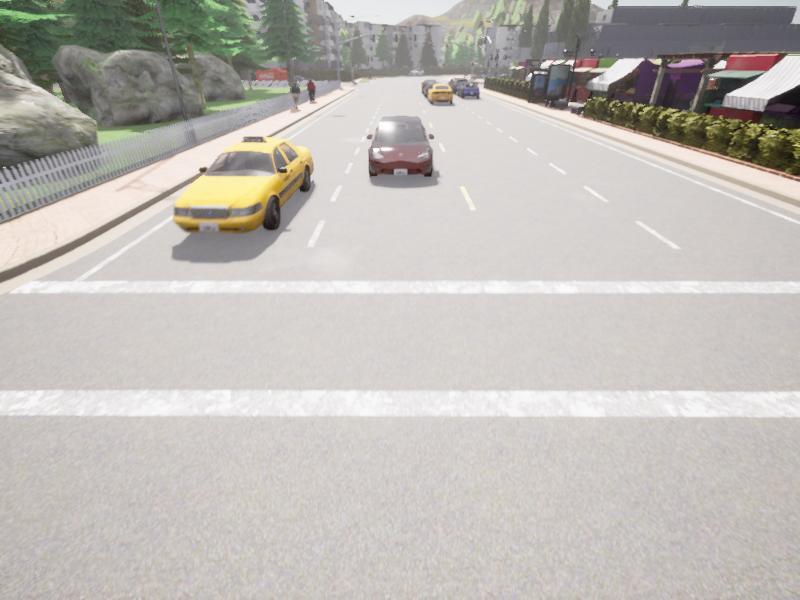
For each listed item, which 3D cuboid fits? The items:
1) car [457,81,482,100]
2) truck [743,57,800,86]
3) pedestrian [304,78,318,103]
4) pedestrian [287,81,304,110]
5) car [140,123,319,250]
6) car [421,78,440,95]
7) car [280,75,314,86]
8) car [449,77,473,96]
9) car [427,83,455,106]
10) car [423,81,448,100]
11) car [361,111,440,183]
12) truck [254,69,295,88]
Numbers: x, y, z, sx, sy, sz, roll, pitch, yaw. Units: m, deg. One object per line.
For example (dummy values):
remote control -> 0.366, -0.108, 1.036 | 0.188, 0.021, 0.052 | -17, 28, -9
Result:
car -> 7.043, -21.494, 40.944 | 1.816, 1.474, 4.193 | 0, 30, 0
truck -> 59.458, -35.477, 62.134 | 8.468, 3.827, 2.891 | 0, 31, 1
pedestrian -> -7.512, -17.732, 33.897 | 0.751, 1.860, 0.751 | 2, 31, 4
pedestrian -> -7.509, -14.719, 28.783 | 0.751, 1.860, 0.751 | 3, 31, 5
car -> -3.437, -2.990, 9.487 | 1.801, 1.575, 5.366 | 1, 31, 1
car -> 3.548, -25.236, 47.246 | 1.882, 1.535, 5.008 | 0, 31, 0
car -> -16.568, -35.358, 64.531 | 4.902, 1.511, 2.128 | 1, 31, 1
car -> 7.048, -24.877, 46.533 | 2.033, 1.649, 4.856 | 0, 31, 0
car -> 3.580, -18.353, 35.567 | 1.882, 1.535, 5.008 | 0, 31, 0
car -> 3.555, -21.740, 41.370 | 2.163, 1.488, 4.792 | 0, 31, 0
car -> 0.021, -5.298, 13.486 | 2.163, 1.488, 4.792 | 0, 31, 0
truck -> -19.118, -34.022, 61.332 | 5.204, 2.467, 2.627 | 1, 31, 1
